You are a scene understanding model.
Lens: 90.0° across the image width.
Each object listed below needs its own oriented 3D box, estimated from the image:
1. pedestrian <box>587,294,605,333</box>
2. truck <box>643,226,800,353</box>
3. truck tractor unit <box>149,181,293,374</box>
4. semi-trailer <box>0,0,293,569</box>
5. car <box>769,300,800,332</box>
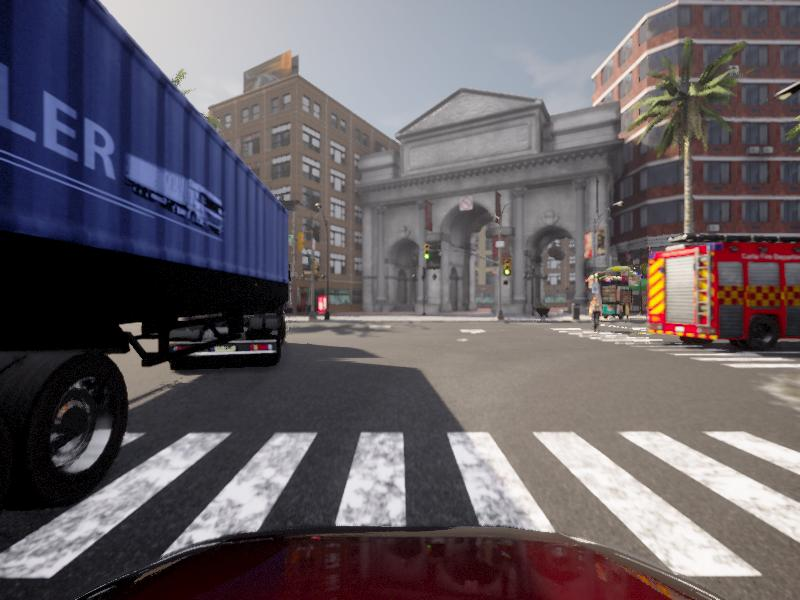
[{"bbox_3d":[9.570,0.650,19.530,0.751,1.860,0.751,0,0,25],"label":"pedestrian"},{"bbox_3d":[13.434,-0.319,13.971,8.468,3.827,2.891,0,0,-7],"label":"truck"},{"bbox_3d":[-4.933,-0.506,12.304,3.053,4.208,6.516,0,0,-16],"label":"truck tractor unit"},{"bbox_3d":[-3.897,-0.611,4.488,2.717,4.402,14.254,0,0,-5],"label":"semi-trailer"},{"bbox_3d":[22.815,0.803,20.902,5.366,1.575,1.801,0,0,0],"label":"car"}]
